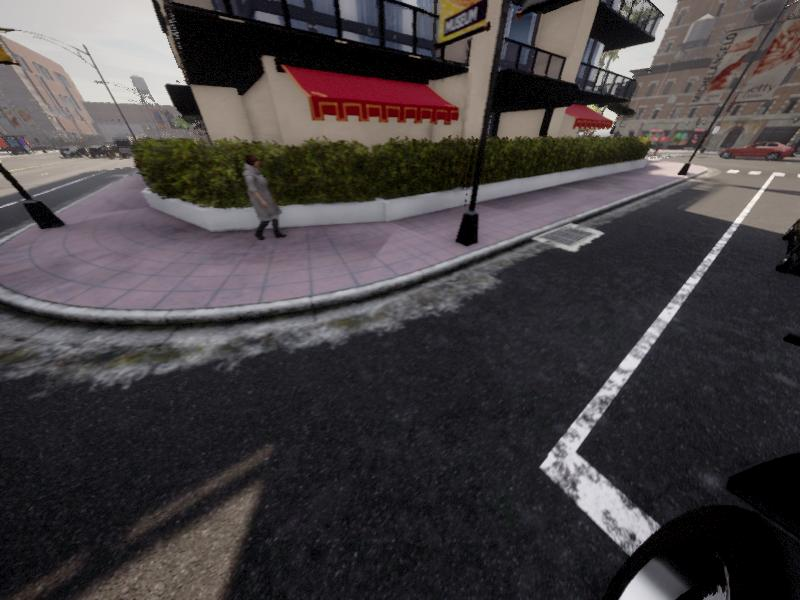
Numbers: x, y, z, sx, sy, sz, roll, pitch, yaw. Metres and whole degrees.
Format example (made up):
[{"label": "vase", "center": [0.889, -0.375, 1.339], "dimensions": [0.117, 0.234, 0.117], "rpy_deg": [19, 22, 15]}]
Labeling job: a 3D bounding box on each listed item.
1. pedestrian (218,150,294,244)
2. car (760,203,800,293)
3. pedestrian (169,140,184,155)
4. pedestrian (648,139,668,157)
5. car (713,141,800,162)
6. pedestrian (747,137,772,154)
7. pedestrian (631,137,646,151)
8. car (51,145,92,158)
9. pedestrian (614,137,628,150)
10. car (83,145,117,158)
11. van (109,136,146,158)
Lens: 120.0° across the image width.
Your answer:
[{"label": "pedestrian", "center": [-3.193, -2.353, 5.348], "dimensions": [0.751, 1.860, 0.751], "rpy_deg": [-4, 35, -5]}, {"label": "car", "center": [9.481, -1.314, 4.472], "dimensions": [5.357, 1.411, 2.033], "rpy_deg": [-22, 41, -28]}, {"label": "pedestrian", "center": [-34.035, -23.262, 35.250], "dimensions": [0.751, 1.860, 0.751], "rpy_deg": [-10, 36, -13]}, {"label": "pedestrian", "center": [31.876, -18.761, 28.541], "dimensions": [0.751, 1.860, 0.751], "rpy_deg": [-19, 39, -25]}, {"label": "car", "center": [38.560, -16.101, 24.960], "dimensions": [2.152, 1.651, 5.027], "rpy_deg": [-15, 38, -20]}, {"label": "pedestrian", "center": [47.904, -20.659, 30.822], "dimensions": [0.751, 1.860, 0.751], "rpy_deg": [11, 37, 16]}, {"label": "pedestrian", "center": [39.719, -25.998, 38.460], "dimensions": [0.751, 1.860, 0.751], "rpy_deg": [-13, 37, -17]}, {"label": "car", "center": [-49.518, -22.563, 35.008], "dimensions": [2.128, 1.511, 4.902], "rpy_deg": [-22, 41, -28]}, {"label": "pedestrian", "center": [38.422, -27.211, 40.190], "dimensions": [0.751, 1.860, 0.751], "rpy_deg": [-11, 36, -14]}, {"label": "car", "center": [-45.137, -22.508, 34.901], "dimensions": [1.837, 1.490, 4.892], "rpy_deg": [-22, 40, -28]}, {"label": "van", "center": [-41.603, -23.562, 35.464], "dimensions": [1.988, 2.561, 5.915], "rpy_deg": [-23, 41, -28]}]
